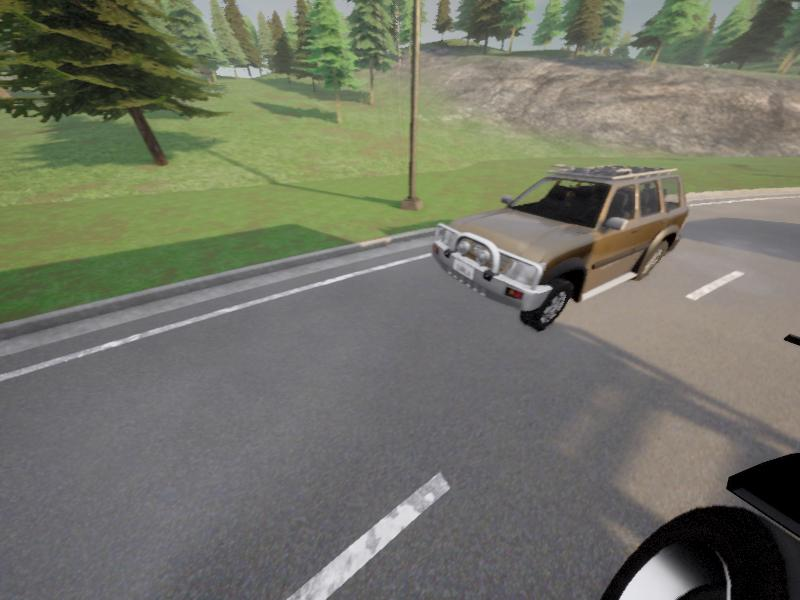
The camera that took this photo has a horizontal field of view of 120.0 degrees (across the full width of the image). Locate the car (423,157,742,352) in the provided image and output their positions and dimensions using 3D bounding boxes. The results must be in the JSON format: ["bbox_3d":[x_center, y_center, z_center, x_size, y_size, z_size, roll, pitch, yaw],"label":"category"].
[{"bbox_3d":[2.908,-1.232,3.970,4.605,1.855,1.932,-18,38,-23],"label":"car"}]
